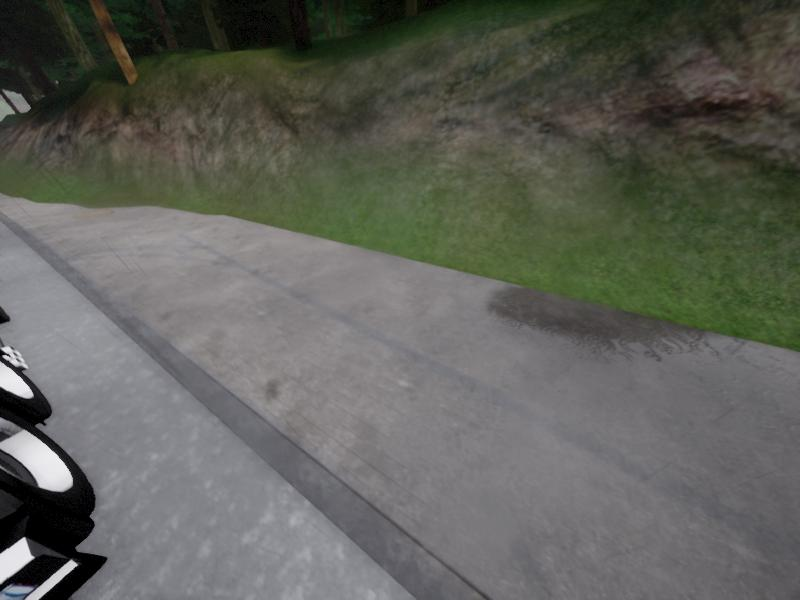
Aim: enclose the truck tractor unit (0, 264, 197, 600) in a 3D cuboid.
[{"bbox_3d":[-5.119,-0.290,0.793,6.516,4.208,3.053,18,39,24],"label":"truck tractor unit"}]
